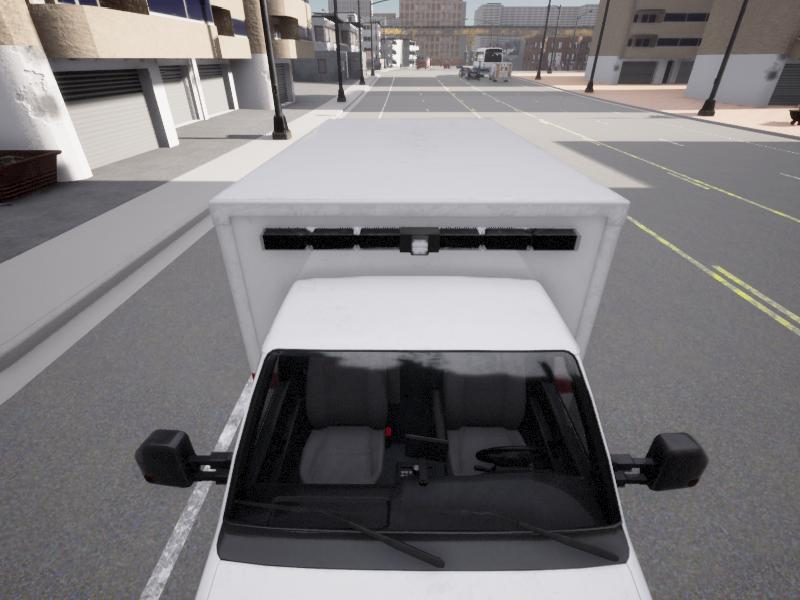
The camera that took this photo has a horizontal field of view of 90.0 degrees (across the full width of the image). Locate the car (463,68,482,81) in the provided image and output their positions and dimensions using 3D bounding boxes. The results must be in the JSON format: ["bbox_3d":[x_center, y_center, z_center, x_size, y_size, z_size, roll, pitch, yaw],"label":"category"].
[{"bbox_3d":[11.233,-35.003,62.115,2.128,1.511,4.902,0,32,0],"label":"car"}]

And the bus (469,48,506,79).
[{"bbox_3d":[14.682,-40.328,67.954,3.944,4.253,10.273,0,32,0],"label":"bus"}]

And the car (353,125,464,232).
[{"bbox_3d":[0.184,-3.330,10.225,2.128,1.511,4.902,0,30,0],"label":"car"}]

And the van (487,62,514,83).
[{"bbox_3d":[14.707,-33.726,59.161,2.351,2.431,6.366,0,32,0],"label":"van"}]

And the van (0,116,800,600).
[{"bbox_3d":[0.108,0.013,3.605,2.351,2.431,6.366,0,30,0],"label":"van"}]
